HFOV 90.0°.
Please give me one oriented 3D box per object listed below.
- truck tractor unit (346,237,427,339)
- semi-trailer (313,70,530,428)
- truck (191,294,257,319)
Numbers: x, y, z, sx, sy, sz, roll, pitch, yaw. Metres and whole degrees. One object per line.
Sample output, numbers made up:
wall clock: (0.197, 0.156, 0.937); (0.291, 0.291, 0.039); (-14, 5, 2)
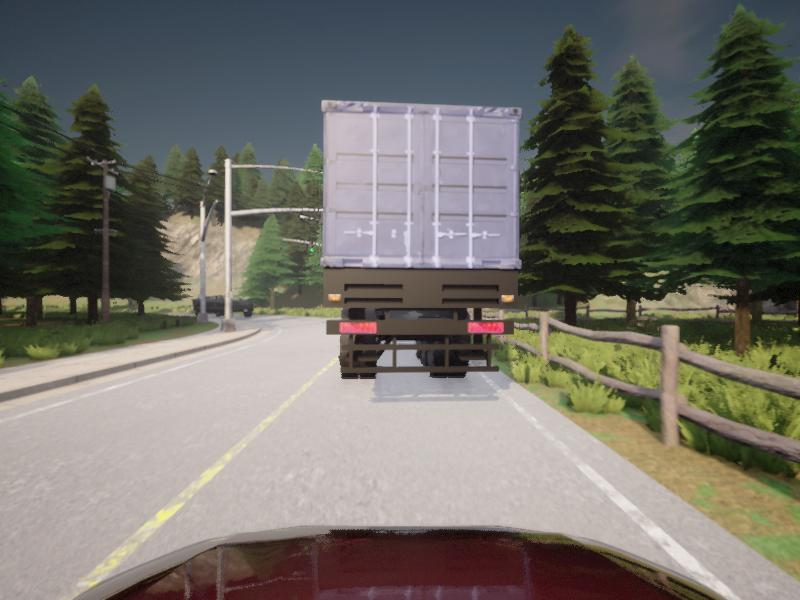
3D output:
truck tractor unit: (-0.969, -0.495, 19.972); (3.053, 4.208, 6.516); (0, 0, -11)
semi-trailer: (-0.184, -0.606, 12.108); (2.717, 4.402, 14.254); (0, 0, -4)
truck: (-16.230, 0.582, 36.774); (6.274, 2.098, 2.390); (0, 0, 30)
